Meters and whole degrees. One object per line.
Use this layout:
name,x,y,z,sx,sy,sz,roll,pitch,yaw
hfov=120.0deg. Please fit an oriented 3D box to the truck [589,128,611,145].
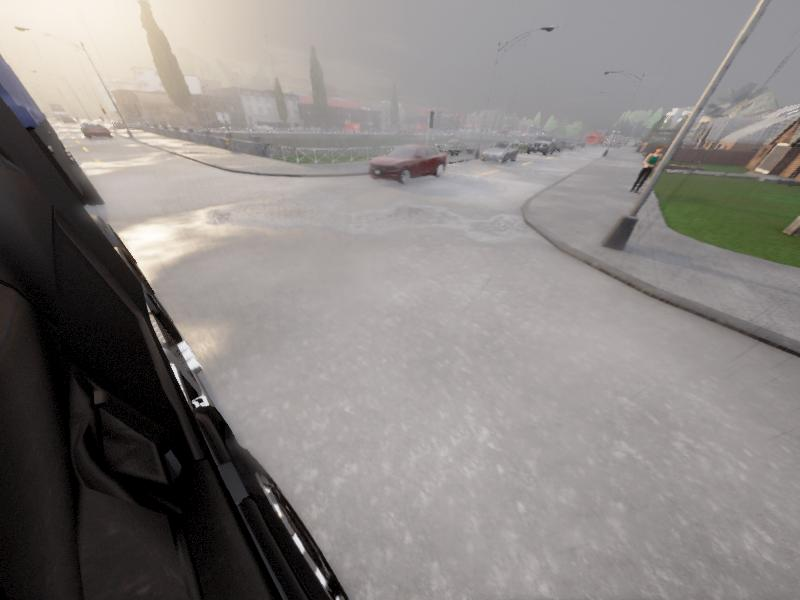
truck,58.423,-47.699,67.413,2.891,3.827,8.468,28,44,30

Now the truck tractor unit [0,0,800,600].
truck tractor unit,-2.645,-0.295,0.351,6.516,4.208,3.053,28,44,30

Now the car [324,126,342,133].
car,-20.993,-53.583,72.474,1.930,1.638,5.238,28,44,30

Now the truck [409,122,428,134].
truck,7.537,-70.280,94.558,2.891,3.827,8.468,28,44,30

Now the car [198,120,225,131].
car,-42.158,-39.149,51.800,1.905,1.878,3.866,28,44,30

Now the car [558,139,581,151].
car,29.149,-26.724,39.676,2.038,1.542,4.974,28,44,30

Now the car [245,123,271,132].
car,-35.673,-43.495,58.193,2.152,1.651,5.027,28,44,30

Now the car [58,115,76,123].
car,-86.456,-47.021,60.016,4.974,1.542,2.038,28,44,30

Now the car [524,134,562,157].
car,17.489,-18.926,28.180,2.150,2.045,5.566,28,43,30

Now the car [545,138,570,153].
car,22.889,-22.461,33.567,1.851,1.617,3.988,28,44,30

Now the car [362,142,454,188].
car,0.573,-7.074,11.821,1.882,1.535,5.008,27,43,29

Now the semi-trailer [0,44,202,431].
semi-trailer,-8.699,-3.595,4.241,14.254,4.402,2.717,28,44,30

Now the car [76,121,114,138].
car,-34.920,-19.470,26.425,4.181,1.385,1.994,28,44,30

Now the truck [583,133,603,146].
truck,48.760,-40.540,58.443,2.627,2.467,5.204,28,44,30

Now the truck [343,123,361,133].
truck,-16.029,-57.312,77.040,2.627,2.467,5.204,28,44,30

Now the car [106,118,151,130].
car,-50.725,-32.928,43.311,2.038,1.542,4.974,25,42,27

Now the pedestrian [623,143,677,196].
pedestrian,10.703,-5.625,9.996,0.751,1.860,0.751,26,43,28

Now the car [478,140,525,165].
car,8.780,-12.752,19.874,2.007,1.525,4.514,28,44,30

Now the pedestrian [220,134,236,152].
pedestrian,-13.360,-12.191,17.969,0.500,1.100,0.500,28,44,30

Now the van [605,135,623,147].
van,57.020,-42.461,61.512,2.351,2.431,6.366,28,44,30

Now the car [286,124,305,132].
car,-29.164,-47.964,64.540,1.851,1.617,3.988,28,44,30
